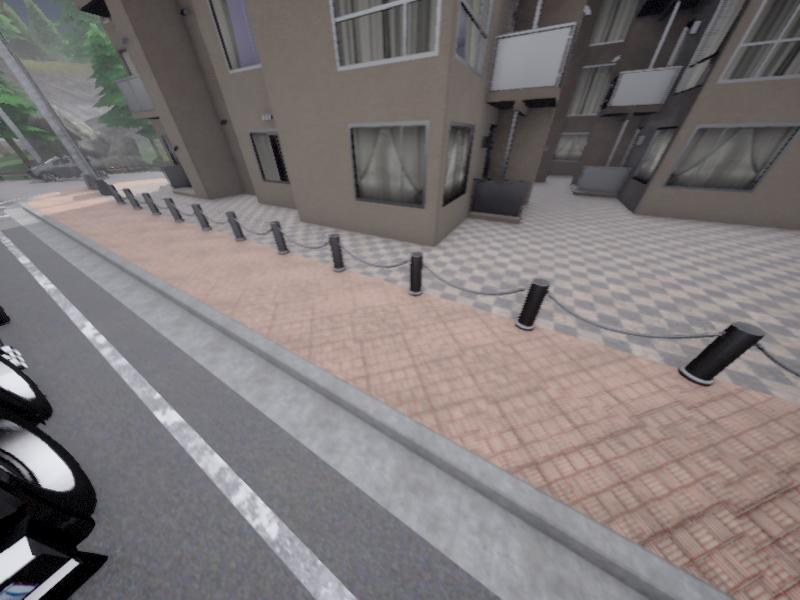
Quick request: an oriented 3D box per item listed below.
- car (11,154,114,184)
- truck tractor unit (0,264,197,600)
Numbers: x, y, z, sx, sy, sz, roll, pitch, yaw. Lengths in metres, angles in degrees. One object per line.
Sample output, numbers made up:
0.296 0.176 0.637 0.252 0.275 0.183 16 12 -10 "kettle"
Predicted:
-23.741 -9.434 16.473 1.845 1.501 3.633 17 39 24 "car"
-5.117 -0.294 0.785 6.516 4.208 3.053 18 39 24 "truck tractor unit"
